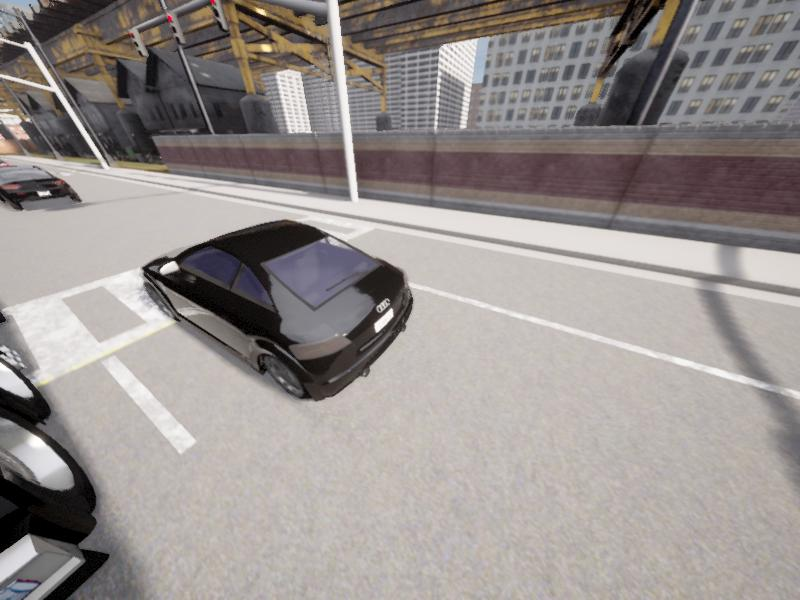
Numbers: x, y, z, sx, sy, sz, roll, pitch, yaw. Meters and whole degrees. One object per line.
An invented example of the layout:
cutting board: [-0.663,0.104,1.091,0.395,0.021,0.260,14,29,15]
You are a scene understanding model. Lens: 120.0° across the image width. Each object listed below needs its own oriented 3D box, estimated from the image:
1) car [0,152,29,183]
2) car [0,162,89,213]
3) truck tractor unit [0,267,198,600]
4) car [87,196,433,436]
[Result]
car: [-28.617,-9.146,15.880,4.611,1.667,2.242,18,39,24]
car: [-16.187,-5.027,10.073,4.674,1.442,1.812,18,39,24]
truck tractor unit: [-5.117,-0.294,0.771,6.516,4.208,3.053,18,39,24]
car: [-1.911,-0.376,3.351,4.181,1.385,1.994,18,39,24]
